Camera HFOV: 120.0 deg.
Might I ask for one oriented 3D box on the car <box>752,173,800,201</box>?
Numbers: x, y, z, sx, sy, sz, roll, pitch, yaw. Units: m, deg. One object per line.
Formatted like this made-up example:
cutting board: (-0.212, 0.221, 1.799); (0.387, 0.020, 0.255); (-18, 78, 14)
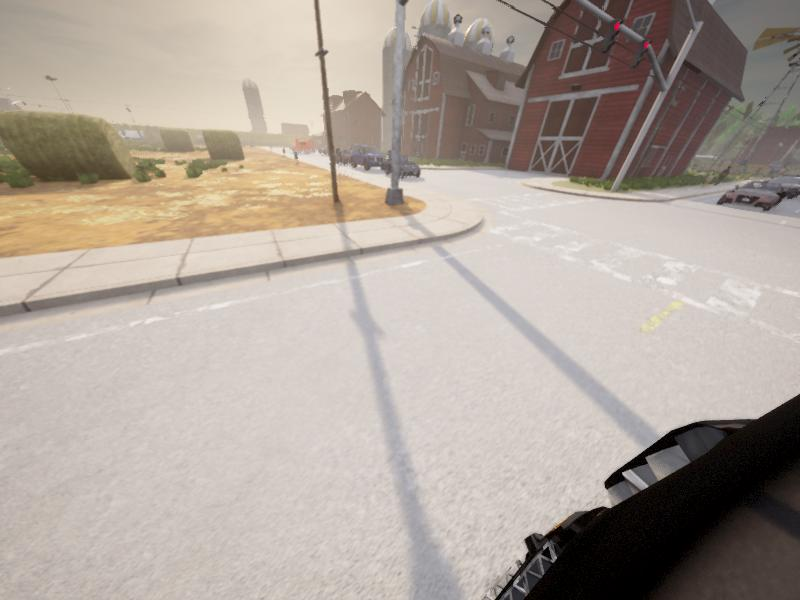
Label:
car: (31.865, -9.446, 19.117); (5.238, 1.638, 1.930); (-16, 38, -26)

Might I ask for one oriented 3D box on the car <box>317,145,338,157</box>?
car: (-13.572, -27.897, 43.098); (2.152, 1.651, 5.027); (-17, 39, -27)

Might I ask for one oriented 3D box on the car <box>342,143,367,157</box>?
car: (-8.443, -27.731, 42.732); (3.866, 1.878, 1.905); (10, 40, 13)

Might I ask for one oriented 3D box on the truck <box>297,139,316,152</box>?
truck: (-21.884, -36.173, 54.060); (2.627, 2.467, 5.204); (-17, 38, -27)

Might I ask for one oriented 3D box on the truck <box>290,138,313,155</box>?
truck: (-18.980, -29.666, 44.566); (2.627, 2.467, 5.204); (-17, 38, -27)

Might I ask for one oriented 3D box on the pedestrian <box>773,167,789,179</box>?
pedestrian: (70.403, -23.488, 42.674); (0.751, 1.860, 0.751); (-20, 40, -30)

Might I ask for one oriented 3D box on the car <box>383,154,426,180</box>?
car: (0.247, -10.993, 18.971); (1.845, 1.501, 3.633); (-17, 39, -27)

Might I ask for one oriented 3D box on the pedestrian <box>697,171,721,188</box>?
pedestrian: (28.661, -11.172, 21.436); (0.751, 1.300, 0.751); (-16, 38, -26)

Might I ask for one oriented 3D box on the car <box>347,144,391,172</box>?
car: (-3.254, -14.552, 23.563); (2.150, 2.045, 5.566); (-17, 38, -27)

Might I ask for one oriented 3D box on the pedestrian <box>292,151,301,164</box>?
pedestrian: (-10.339, -14.283, 23.134); (0.500, 1.100, 0.500); (-23, 42, -33)

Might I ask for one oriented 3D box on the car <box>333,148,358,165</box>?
car: (-6.716, -17.618, 28.322); (1.789, 1.549, 3.705); (-17, 38, -27)

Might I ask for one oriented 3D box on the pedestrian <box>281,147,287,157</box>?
pedestrian: (-15.667, -19.983, 31.242); (0.500, 1.100, 0.500); (-17, 38, -27)

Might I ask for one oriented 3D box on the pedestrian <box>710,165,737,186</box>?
pedestrian: (32.794, -12.623, 23.430); (0.751, 1.860, 0.751); (-18, 39, -28)

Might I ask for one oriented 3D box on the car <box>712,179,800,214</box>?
car: (21.080, -6.233, 13.701); (4.181, 1.385, 1.994); (-16, 38, -26)

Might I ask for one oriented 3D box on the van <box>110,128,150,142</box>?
van: (-70.261, -42.919, 60.278); (5.915, 2.561, 1.988); (-16, 38, -26)

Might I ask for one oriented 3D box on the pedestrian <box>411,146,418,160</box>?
pedestrian: (2.399, -24.058, 37.825); (0.751, 1.860, 0.751); (28, 41, 32)

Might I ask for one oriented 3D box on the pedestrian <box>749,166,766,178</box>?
pedestrian: (65.763, -23.584, 42.449); (0.751, 1.860, 0.751); (-11, 36, -20)
